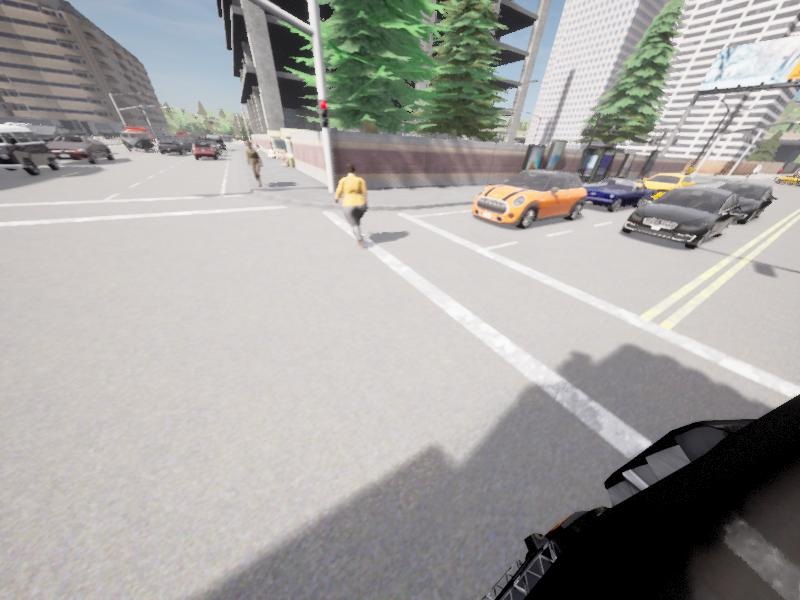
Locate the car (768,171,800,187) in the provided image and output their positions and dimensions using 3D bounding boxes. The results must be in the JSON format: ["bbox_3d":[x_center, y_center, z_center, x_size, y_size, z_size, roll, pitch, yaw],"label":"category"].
[{"bbox_3d":[55.311,-16.675,32.001,1.801,1.575,5.366,14,35,16],"label":"car"}]

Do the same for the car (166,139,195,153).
[{"bbox_3d":[-29.134,-20.591,30.806,1.994,1.385,4.181,-16,38,-26],"label":"car"}]

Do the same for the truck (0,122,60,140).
[{"bbox_3d":[-61.045,-27.943,38.249,4.478,2.038,2.069,-16,38,-26],"label":"truck"}]

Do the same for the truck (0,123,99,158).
[{"bbox_3d":[-29.644,-13.718,19.886,2.390,2.098,6.274,-16,38,-26],"label":"truck"}]

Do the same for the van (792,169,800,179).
[{"bbox_3d":[95.758,-30.118,54.503,5.915,2.561,1.988,-16,38,-26],"label":"van"}]

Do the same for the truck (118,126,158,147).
[{"bbox_3d":[-42.741,-26.815,37.930,2.627,2.467,5.204,-16,38,-26],"label":"truck"}]

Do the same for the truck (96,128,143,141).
[{"bbox_3d":[-64.673,-38.189,53.429,6.274,2.098,2.390,-16,38,-26],"label":"truck"}]

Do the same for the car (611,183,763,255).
[{"bbox_3d":[9.777,-2.969,7.858,4.892,1.490,1.837,-16,38,-26],"label":"car"}]

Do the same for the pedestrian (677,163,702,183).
[{"bbox_3d":[31.483,-13.804,25.155,0.751,1.860,0.751,-13,37,-23],"label":"pedestrian"}]

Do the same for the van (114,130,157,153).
[{"bbox_3d":[-30.531,-18.394,26.866,1.775,1.987,4.442,-16,38,-26],"label":"van"}]

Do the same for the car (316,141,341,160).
[{"bbox_3d":[-9.416,-19.697,30.428,1.905,1.878,3.866,-16,38,-26],"label":"car"}]

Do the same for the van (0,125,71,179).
[{"bbox_3d":[-19.440,-7.409,11.412,2.069,2.038,4.480,-19,40,-30],"label":"van"}]

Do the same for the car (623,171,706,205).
[{"bbox_3d":[17.053,-7.313,14.892,5.008,1.535,1.882,-16,38,-26],"label":"car"}]

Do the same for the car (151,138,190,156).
[{"bbox_3d":[-25.870,-17.430,26.248,2.128,1.511,4.902,-16,38,-26],"label":"car"}]

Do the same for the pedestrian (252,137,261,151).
[{"bbox_3d":[-23.946,-25.994,38.526,0.751,1.860,0.751,-16,38,-26],"label":"pedestrian"}]

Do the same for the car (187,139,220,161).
[{"bbox_3d":[-19.481,-15.013,23.107,1.851,1.617,3.988,-16,38,-26],"label":"car"}]

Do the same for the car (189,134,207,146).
[{"bbox_3d":[-40.522,-32.169,46.395,1.932,1.855,4.605,-16,38,-26],"label":"car"}]

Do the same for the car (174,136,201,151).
[{"bbox_3d":[-32.785,-24.307,35.799,2.152,1.651,5.027,-16,38,-26],"label":"car"}]

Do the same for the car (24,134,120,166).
[{"bbox_3d":[-23.108,-10.902,16.675,2.152,1.651,5.027,-16,38,-26],"label":"car"}]

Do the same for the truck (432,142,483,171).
[{"bbox_3d":[6.567,-16.956,27.231,2.615,2.467,5.204,-16,38,-26],"label":"truck"}]

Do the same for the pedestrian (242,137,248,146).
[{"bbox_3d":[-42.349,-43.318,63.112,0.751,1.860,0.751,-13,37,-23],"label":"pedestrian"}]

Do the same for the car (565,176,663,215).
[{"bbox_3d":[11.055,-5.510,11.922,4.718,1.301,1.895,-16,38,-26],"label":"car"}]

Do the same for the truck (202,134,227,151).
[{"bbox_3d":[-30.163,-25.777,37.778,2.390,2.098,6.274,-16,38,-26],"label":"truck"}]

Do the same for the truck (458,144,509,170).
[{"bbox_3d":[10.290,-18.019,29.125,2.615,2.467,5.204,-16,38,-26],"label":"truck"}]

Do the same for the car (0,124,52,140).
[{"bbox_3d":[-59.539,-26.428,36.291,4.605,1.855,1.932,-16,38,-26],"label":"car"}]

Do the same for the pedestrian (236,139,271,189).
[{"bbox_3d":[-6.518,-6.087,10.378,0.751,1.860,0.751,-7,35,-15],"label":"pedestrian"}]

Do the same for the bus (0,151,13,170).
[{"bbox_3d":[-20.877,-6.131,7.403,3.944,4.253,10.273,-16,39,-26],"label":"bus"}]

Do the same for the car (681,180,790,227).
[{"bbox_3d":[16.008,-4.743,11.020,4.892,1.490,1.837,-16,38,-26],"label":"car"}]

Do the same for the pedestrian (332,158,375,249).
[{"bbox_3d":[-1.088,-2.302,5.563,0.751,1.860,0.751,-11,37,-21],"label":"pedestrian"}]

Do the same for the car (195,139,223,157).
[{"bbox_3d":[-22.828,-18.282,27.751,1.882,1.535,5.008,-16,38,-26],"label":"car"}]

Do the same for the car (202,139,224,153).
[{"bbox_3d":[-26.248,-21.673,32.492,1.789,1.549,3.705,-16,39,-26],"label":"car"}]

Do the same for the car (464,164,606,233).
[{"bbox_3d":[5.012,-3.995,8.714,4.553,1.767,2.097,-16,38,-26],"label":"car"}]
